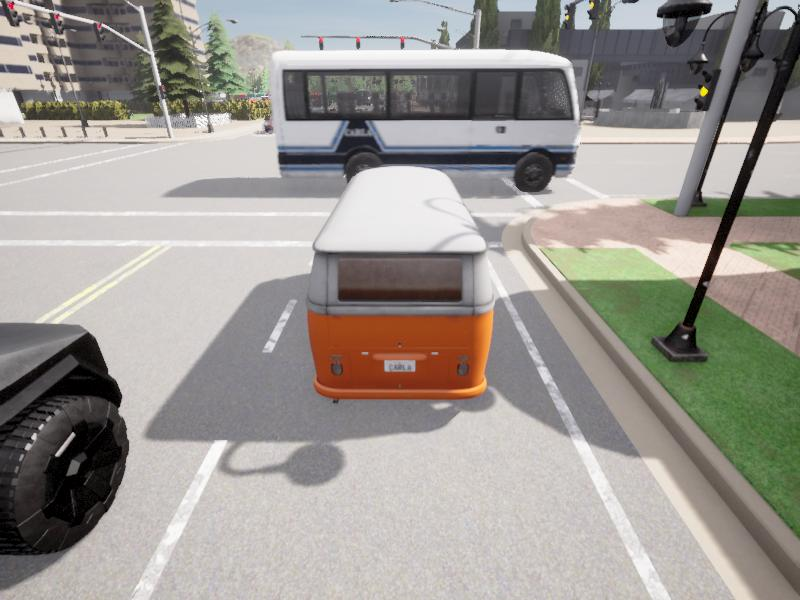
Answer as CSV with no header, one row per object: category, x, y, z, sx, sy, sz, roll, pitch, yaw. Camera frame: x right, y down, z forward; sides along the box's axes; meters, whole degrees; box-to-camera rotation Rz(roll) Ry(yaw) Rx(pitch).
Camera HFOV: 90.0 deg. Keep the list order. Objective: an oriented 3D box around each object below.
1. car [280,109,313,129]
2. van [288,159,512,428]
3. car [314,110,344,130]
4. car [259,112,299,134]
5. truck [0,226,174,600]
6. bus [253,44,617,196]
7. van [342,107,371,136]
car,-10.484,-18.518,40.838,2.038,1.542,4.974,0,27,0
van,0.010,-0.605,5.588,1.775,1.987,4.442,0,27,0
car,-6.985,-18.030,39.891,2.038,1.542,4.974,0,27,0
car,-10.549,-15.659,35.297,2.007,1.525,4.514,1,27,2
truck,-3.499,1.797,0.805,2.390,2.098,6.274,0,27,0
bus,0.992,-6.232,14.035,10.273,4.253,3.944,0,27,1
van,-3.643,-15.286,34.070,1.775,1.987,4.442,1,27,2
